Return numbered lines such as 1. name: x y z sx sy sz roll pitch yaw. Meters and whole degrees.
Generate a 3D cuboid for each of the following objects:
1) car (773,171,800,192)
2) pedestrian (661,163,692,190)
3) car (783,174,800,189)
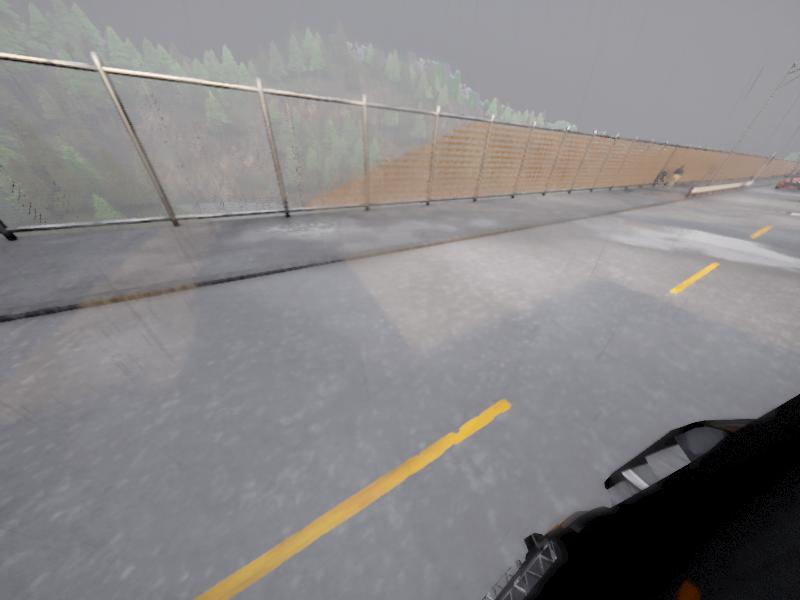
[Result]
1. car: 44.311 -13.219 25.636 4.553 1.767 2.097 -16 38 -26
2. pedestrian: 22.955 -10.251 19.198 0.751 1.860 0.751 -15 38 -25
3. car: 50.632 -14.864 28.986 4.181 1.385 1.994 -16 38 -26
